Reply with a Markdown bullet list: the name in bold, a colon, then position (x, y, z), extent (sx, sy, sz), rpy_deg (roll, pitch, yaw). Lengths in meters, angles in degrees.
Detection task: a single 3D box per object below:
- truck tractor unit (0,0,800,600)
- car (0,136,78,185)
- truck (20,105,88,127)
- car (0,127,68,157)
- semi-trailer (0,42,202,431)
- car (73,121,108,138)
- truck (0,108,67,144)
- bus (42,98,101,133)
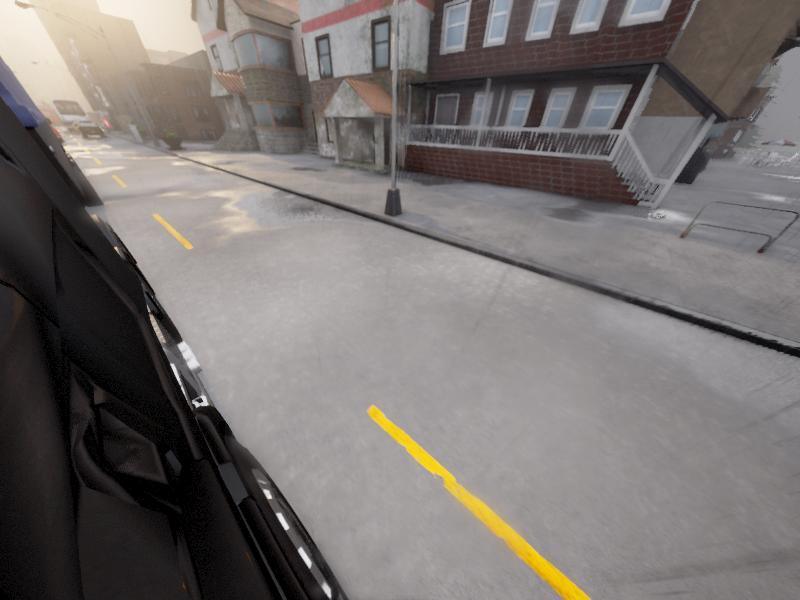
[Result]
- **truck tractor unit**: position (-2.645, -0.295, 0.351), extent (6.516, 4.208, 3.053), rpy_deg (28, 44, 30)
- **car**: position (-16.110, -6.194, 10.029), extent (4.718, 1.301, 1.895), rpy_deg (28, 44, 30)
- **truck**: position (-85.374, -45.551, 57.385), extent (2.891, 3.827, 8.468), rpy_deg (28, 44, 30)
- **car**: position (-24.780, -10.782, 15.703), extent (4.181, 1.385, 1.994), rpy_deg (28, 44, 30)
- **semi-trailer**: position (-8.713, -3.570, 4.249), extent (14.254, 4.402, 2.717), rpy_deg (28, 44, 30)
- **car**: position (-40.182, -22.099, 29.943), extent (5.238, 1.638, 1.930), rpy_deg (27, 43, 31)
- **truck**: position (-34.339, -16.243, 21.677), extent (5.204, 2.467, 2.627), rpy_deg (27, 43, 31)
- **bus**: position (-56.751, -31.785, 39.953), extent (10.273, 4.253, 3.944), rpy_deg (28, 44, 30)
